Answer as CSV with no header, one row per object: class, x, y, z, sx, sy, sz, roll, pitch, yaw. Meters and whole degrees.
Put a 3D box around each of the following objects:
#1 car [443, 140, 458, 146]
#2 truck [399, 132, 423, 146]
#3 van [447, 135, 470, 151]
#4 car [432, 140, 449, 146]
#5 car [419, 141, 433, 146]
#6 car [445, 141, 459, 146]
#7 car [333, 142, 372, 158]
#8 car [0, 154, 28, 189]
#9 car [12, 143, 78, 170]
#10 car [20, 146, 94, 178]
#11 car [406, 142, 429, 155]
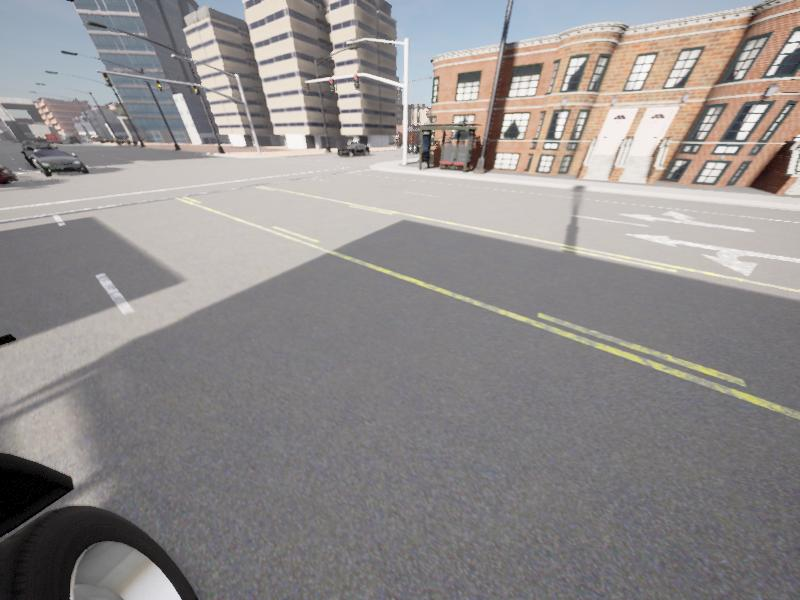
car,18.212,-56.554,83.134,4.902,1.511,2.128,20,40,27
truck,3.960,-58.000,83.355,8.468,3.827,2.891,20,40,27
van,12.115,-32.366,47.668,1.988,2.561,5.915,22,41,28
car,13.892,-53.457,78.545,5.238,1.638,1.930,20,40,27
car,8.823,-52.881,77.914,4.193,1.474,1.816,20,40,27
car,16.640,-49.930,73.682,3.806,1.475,1.970,21,40,27
car,-6.248,-20.387,31.302,1.930,1.638,5.238,22,41,28
car,-22.260,-6.054,11.083,4.181,1.385,1.994,-24,42,-30
car,-29.788,-12.157,19.391,4.611,1.667,2.242,22,41,28
car,-23.913,-9.702,16.092,4.974,1.542,2.038,22,41,28
car,2.803,-24.305,36.968,1.851,1.617,3.988,22,41,28
